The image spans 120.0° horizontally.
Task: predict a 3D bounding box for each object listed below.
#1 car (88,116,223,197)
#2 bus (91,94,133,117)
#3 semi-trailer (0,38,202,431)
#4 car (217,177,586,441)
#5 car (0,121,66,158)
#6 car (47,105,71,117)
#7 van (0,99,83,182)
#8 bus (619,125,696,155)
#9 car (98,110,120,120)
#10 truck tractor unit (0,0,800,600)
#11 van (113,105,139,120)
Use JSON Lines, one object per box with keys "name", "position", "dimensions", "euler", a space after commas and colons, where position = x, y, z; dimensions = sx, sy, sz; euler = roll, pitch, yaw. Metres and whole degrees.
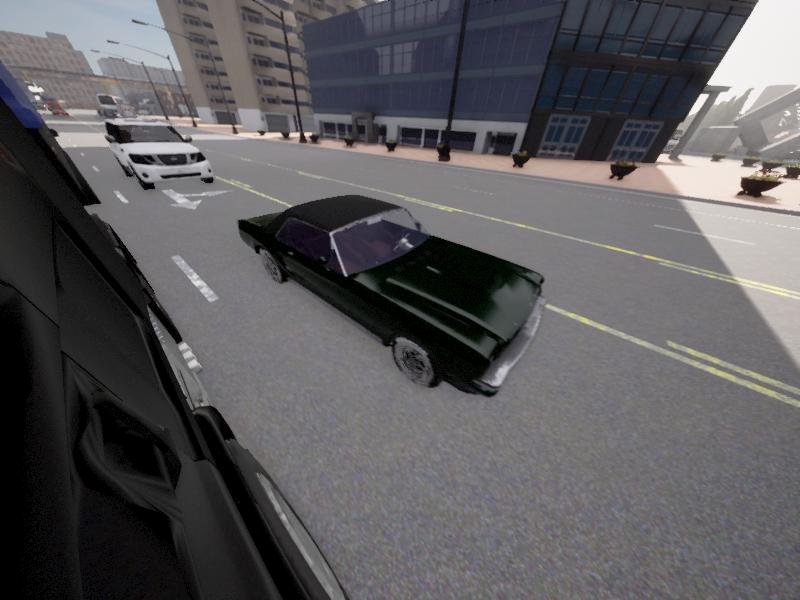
{"name": "car", "position": [-9.793, -5.928, 9.231], "dimensions": [5.566, 2.045, 2.150], "euler": [28, 44, 30]}
{"name": "bus", "position": [-77.012, -52.260, 62.146], "dimensions": [3.944, 4.253, 10.273], "euler": [-19, 43, -27]}
{"name": "semi-trailer", "position": [-8.721, -3.592, 4.200], "dimensions": [14.254, 4.402, 2.717], "euler": [28, 43, 29]}
{"name": "car", "position": [-0.461, -0.655, 3.421], "dimensions": [4.718, 1.301, 1.895], "euler": [28, 44, 30]}
{"name": "car", "position": [-22.951, -9.954, 14.228], "dimensions": [4.902, 1.511, 2.128], "euler": [28, 44, 30]}
{"name": "car", "position": [-72.601, -40.144, 49.160], "dimensions": [4.611, 1.667, 2.242], "euler": [29, 44, 28]}
{"name": "van", "position": [-16.517, -6.934, 9.832], "dimensions": [6.366, 2.431, 2.351], "euler": [27, 43, 30]}
{"name": "bus", "position": [51.041, -32.473, 46.582], "dimensions": [3.944, 4.253, 10.273], "euler": [6, 37, 3]}
{"name": "car", "position": [-65.286, -41.585, 51.832], "dimensions": [4.902, 1.511, 2.128], "euler": [29, 44, 28]}
{"name": "truck tractor unit", "position": [-2.645, -0.295, 0.351], "dimensions": [6.516, 4.208, 3.053], "euler": [28, 44, 30]}
{"name": "van", "position": [-65.824, -45.110, 55.476], "dimensions": [6.366, 2.431, 2.351], "euler": [29, 44, 29]}
